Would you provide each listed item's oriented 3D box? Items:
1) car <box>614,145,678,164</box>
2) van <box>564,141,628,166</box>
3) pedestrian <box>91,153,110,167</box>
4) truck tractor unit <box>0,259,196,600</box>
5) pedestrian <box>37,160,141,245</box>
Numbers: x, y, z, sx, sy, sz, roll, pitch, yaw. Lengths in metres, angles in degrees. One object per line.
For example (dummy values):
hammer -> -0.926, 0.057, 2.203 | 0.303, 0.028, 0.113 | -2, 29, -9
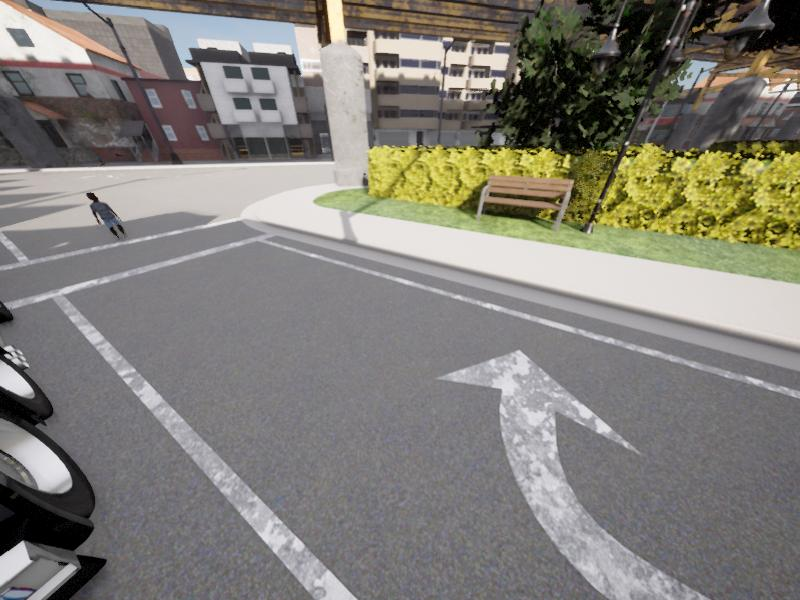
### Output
car -> 26.723, -15.825, 25.122 | 5.366, 1.575, 1.801 | -9, 36, -12
van -> 19.843, -14.965, 23.535 | 4.480, 2.038, 2.069 | -9, 36, -12
pedestrian -> -29.027, -13.548, 22.377 | 0.500, 1.100, 0.500 | -10, 36, -14
truck tractor unit -> -5.105, -0.306, 0.794 | 6.516, 4.208, 3.053 | 19, 39, 25
pedestrian -> -7.809, -2.497, 5.965 | 0.751, 1.860, 0.751 | -27, 43, -33
